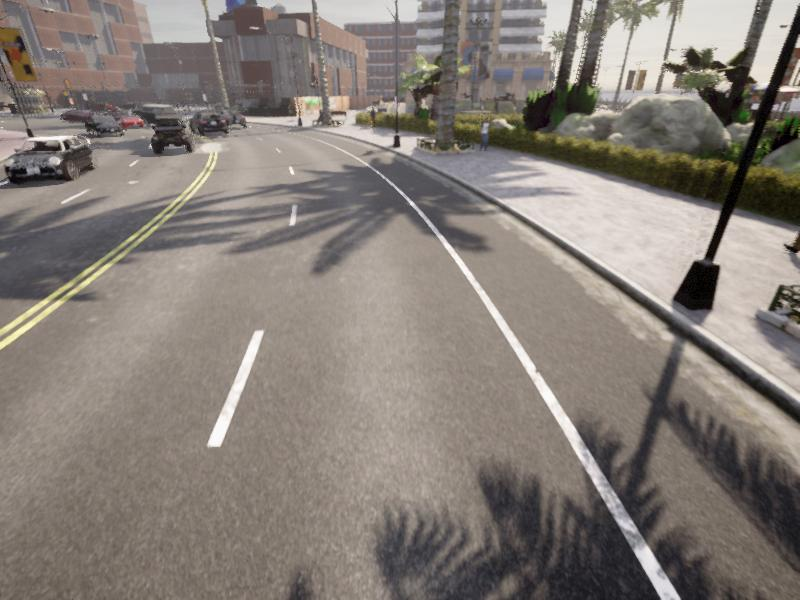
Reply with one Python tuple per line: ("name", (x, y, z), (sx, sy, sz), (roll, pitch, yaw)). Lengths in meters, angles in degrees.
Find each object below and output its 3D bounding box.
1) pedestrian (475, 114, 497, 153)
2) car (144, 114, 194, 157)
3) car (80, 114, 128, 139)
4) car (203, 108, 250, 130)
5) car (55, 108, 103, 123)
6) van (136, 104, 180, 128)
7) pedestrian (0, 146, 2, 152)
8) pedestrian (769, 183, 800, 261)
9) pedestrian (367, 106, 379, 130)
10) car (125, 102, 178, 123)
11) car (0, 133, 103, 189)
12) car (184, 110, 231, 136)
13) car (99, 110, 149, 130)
("pedestrian", (4.555, -8.855, 21.250), (0.751, 1.860, 0.751), (-6, 28, -11))
("car", (-12.908, -9.374, 22.600), (1.905, 1.878, 3.866), (-12, 30, -21))
("car", (-23.146, -13.621, 31.235), (1.837, 1.490, 4.892), (-24, 35, -39))
("car", (-16.732, -17.480, 38.542), (2.152, 1.651, 5.027), (-23, 35, -37))
("car", (-36.889, -21.209, 46.015), (4.181, 1.385, 1.994), (8, 29, 16))
("van", (-24.247, -18.499, 40.115), (4.442, 1.987, 1.775), (20, 33, 33))
("pedestrian", (-22.001, -8.762, 21.069), (0.751, 1.860, 0.751), (-12, 30, -23))
("pedestrian", (7.929, -1.690, 7.417), (0.751, 1.860, 0.751), (-5, 28, -10))
("pedestrian", (-2.319, -15.833, 34.719), (0.751, 1.860, 0.751), (-12, 30, -23))
("car", (-28.698, -21.683, 46.187), (5.566, 2.045, 2.150), (13, 30, 24))
("car", (-13.663, -5.581, 15.729), (1.970, 1.475, 3.806), (-9, 29, -16))
("car", (-16.017, -14.738, 33.196), (2.242, 1.667, 4.611), (-19, 33, -32))
("car", (-26.013, -16.954, 37.630), (4.514, 1.525, 2.007), (18, 32, 31))
